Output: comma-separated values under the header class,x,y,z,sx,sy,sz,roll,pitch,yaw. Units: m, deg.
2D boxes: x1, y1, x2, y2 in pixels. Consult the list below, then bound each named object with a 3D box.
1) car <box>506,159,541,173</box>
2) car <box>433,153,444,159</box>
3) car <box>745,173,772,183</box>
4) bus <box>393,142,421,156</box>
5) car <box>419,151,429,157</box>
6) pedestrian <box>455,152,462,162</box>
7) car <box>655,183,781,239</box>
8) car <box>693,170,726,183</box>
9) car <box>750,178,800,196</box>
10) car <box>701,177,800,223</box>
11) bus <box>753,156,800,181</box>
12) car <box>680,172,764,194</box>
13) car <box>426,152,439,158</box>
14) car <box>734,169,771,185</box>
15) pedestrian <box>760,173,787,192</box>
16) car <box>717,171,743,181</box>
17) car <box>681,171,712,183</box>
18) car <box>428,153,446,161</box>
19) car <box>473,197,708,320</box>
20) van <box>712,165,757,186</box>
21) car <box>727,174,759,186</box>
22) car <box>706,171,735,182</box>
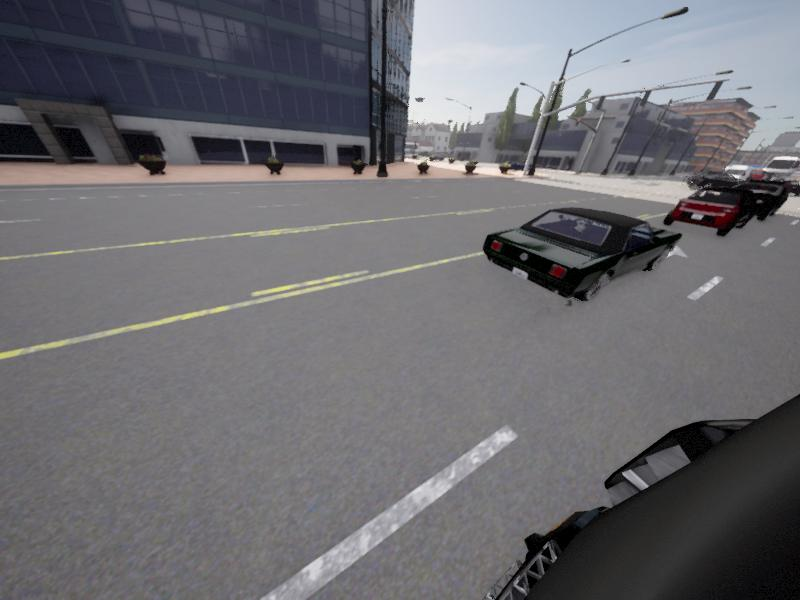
class,x,y,z,sx,sy,sz,roll,pitch,yaw
car,18.598,-20.341,35.042,1.816,1.474,4.193,-14,37,-26
car,11.926,-44.351,71.162,2.007,1.525,4.514,17,35,19
car,67.414,-22.984,43.415,4.674,1.442,1.812,-16,38,-25
bus,2.786,-61.250,93.650,10.273,4.253,3.944,10,34,10
car,9.166,-55.913,88.310,1.905,1.878,3.866,-15,37,-26
pedestrian,13.875,-33.979,54.816,0.751,1.860,0.751,-14,37,-25
car,12.665,-3.694,9.222,4.193,1.474,1.816,-15,38,-26
car,53.112,-21.236,39.631,5.238,1.638,1.930,-15,38,-25
car,41.204,-12.147,24.884,4.181,1.385,1.994,-4,34,-11
car,18.652,-5.394,12.156,5.238,1.638,1.930,-15,38,-26
bus,82.256,-28.287,49.809,10.273,4.253,3.944,-15,38,-26
car,33.682,-12.397,24.351,5.008,1.535,1.882,8,34,7
car,12.420,-56.269,89.615,2.033,1.411,5.357,-15,37,-26
car,61.454,-21.516,40.302,5.566,2.045,2.150,-16,38,-25
pedestrian,45.311,-14.273,28.055,0.751,1.860,0.751,22,37,26
car,65.437,-24.676,45.777,4.892,1.490,1.837,-16,38,-25
car,47.048,-19.536,36.640,4.193,1.474,1.816,-15,37,-26
car,9.065,-35.419,57.278,2.033,1.411,5.357,-7,35,-17
car,4.148,-1.259,5.027,4.718,1.301,1.895,-16,38,-26
van,49.441,-18.405,34.163,5.915,2.561,1.988,-15,37,-26
car,55.679,-19.602,37.538,4.674,1.442,1.812,-15,38,-25
car,59.453,-22.977,42.818,5.008,1.535,1.882,-16,38,-25
